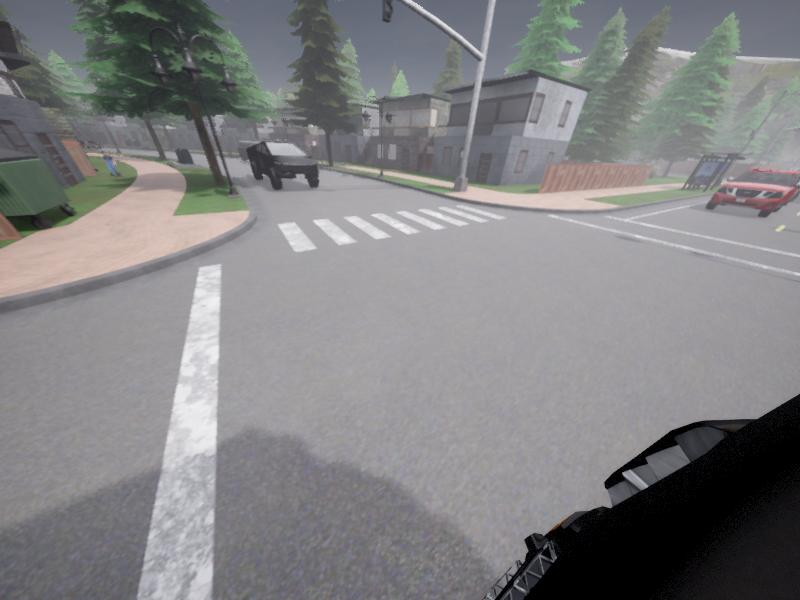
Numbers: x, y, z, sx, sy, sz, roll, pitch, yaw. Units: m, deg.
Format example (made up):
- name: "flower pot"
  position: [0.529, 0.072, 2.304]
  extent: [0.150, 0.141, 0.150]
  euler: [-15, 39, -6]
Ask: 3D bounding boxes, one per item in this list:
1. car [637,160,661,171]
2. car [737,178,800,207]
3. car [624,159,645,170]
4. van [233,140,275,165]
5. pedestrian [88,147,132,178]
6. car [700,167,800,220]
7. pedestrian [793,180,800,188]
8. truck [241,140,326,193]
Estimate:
- name: "car"
  position: [55.379, -29.956, 51.380]
  extent: [4.605, 1.855, 1.932]
  euler: [-17, 38, -27]
- name: "car"
  position: [26.273, -7.605, 16.201]
  extent: [4.181, 1.385, 1.994]
  euler: [-16, 38, -26]
- name: "car"
  position: [53.741, -31.088, 52.963]
  extent: [3.866, 1.878, 1.905]
  euler: [-17, 38, -27]
- name: "van"
  position: [-15.673, -15.851, 24.802]
  extent: [4.442, 1.987, 1.775]
  euler: [26, 40, 30]
- name: "pedestrian"
  position: [-15.135, -7.197, 12.109]
  extent: [0.751, 1.300, 0.751]
  euler: [-7, 35, -15]
- name: "car"
  position: [19.370, -5.920, 12.517]
  extent: [5.566, 2.045, 2.150]
  euler: [-16, 38, -26]
- name: "pedestrian"
  position: [49.844, -14.778, 28.332]
  extent: [0.751, 1.860, 0.751]
  euler: [-15, 38, -25]
- name: "truck"
  position: [-6.935, -7.952, 13.473]
  extent: [2.390, 2.098, 6.274]
  euler: [-22, 41, -33]
